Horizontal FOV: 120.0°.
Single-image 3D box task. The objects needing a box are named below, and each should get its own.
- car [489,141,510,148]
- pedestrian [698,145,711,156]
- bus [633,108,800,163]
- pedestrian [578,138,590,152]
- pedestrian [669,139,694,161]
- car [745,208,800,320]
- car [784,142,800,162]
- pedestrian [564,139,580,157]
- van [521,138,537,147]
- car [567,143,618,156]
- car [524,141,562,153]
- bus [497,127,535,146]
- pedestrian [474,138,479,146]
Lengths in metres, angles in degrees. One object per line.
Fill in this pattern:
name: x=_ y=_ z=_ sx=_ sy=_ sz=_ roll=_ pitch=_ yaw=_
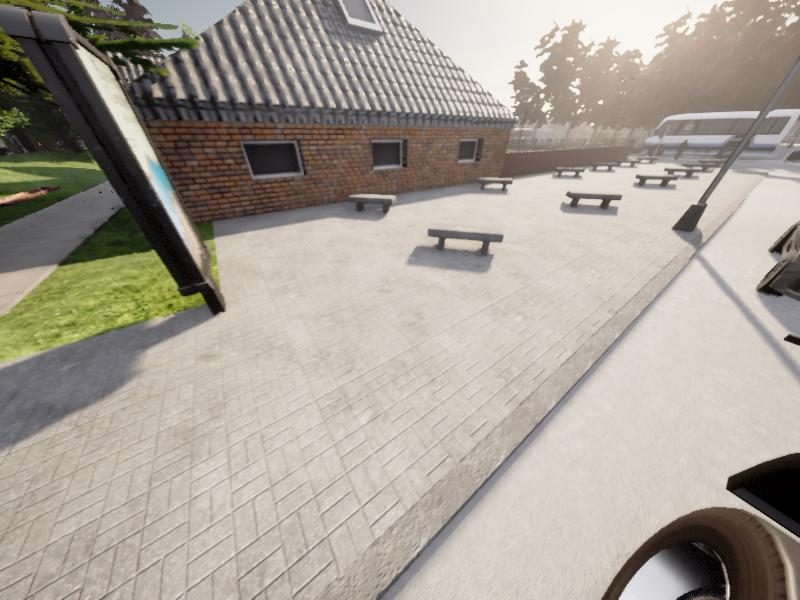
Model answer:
car: x=25.359 y=-39.776 z=58.932 sx=5.357 sy=1.411 sz=2.033 roll=-21 pitch=40 yaw=-27
pedestrian: x=38.784 y=-19.036 z=29.448 sx=0.500 sy=1.100 sz=0.500 roll=-23 pitch=41 yaw=-29
bus: x=33.936 y=-18.064 z=25.592 sx=10.273 sy=4.253 sz=3.944 roll=29 pitch=45 yaw=35
pedestrian: x=30.737 y=-25.906 z=38.591 sx=0.751 sy=1.860 sz=0.751 roll=-22 pitch=41 yaw=-28
pedestrian: x=29.058 y=-15.525 z=23.863 sx=0.751 sy=1.860 sz=0.751 roll=-23 pitch=41 yaw=-28
car: x=8.172 y=-0.861 z=3.622 sx=4.611 sy=1.667 sz=2.242 roll=-22 pitch=41 yaw=-28
car: x=43.011 y=-15.517 z=23.958 sx=3.866 sy=1.878 sz=1.905 roll=-15 pitch=38 yaw=-19
pedestrian: x=21.439 y=-18.959 z=28.791 sx=0.751 sy=1.860 sz=0.751 roll=-17 pitch=38 yaw=-22
van: x=36.098 y=-44.177 z=64.581 sx=4.442 sy=1.987 sz=1.775 roll=-24 pitch=41 yaw=-29
car: x=28.245 y=-22.290 z=34.107 sx=2.033 sy=1.411 sz=5.357 roll=-22 pitch=40 yaw=-27
car: x=24.029 y=-25.857 z=39.073 sx=1.882 sy=1.535 sz=5.008 roll=-22 pitch=41 yaw=-28
bus: x=33.459 y=-46.858 z=66.442 sx=10.273 sy=4.253 sz=3.944 roll=-21 pitch=40 yaw=-27
pedestrian: x=21.332 y=-44.259 z=64.678 sx=0.751 sy=1.860 sz=0.751 roll=-23 pitch=41 yaw=-28
